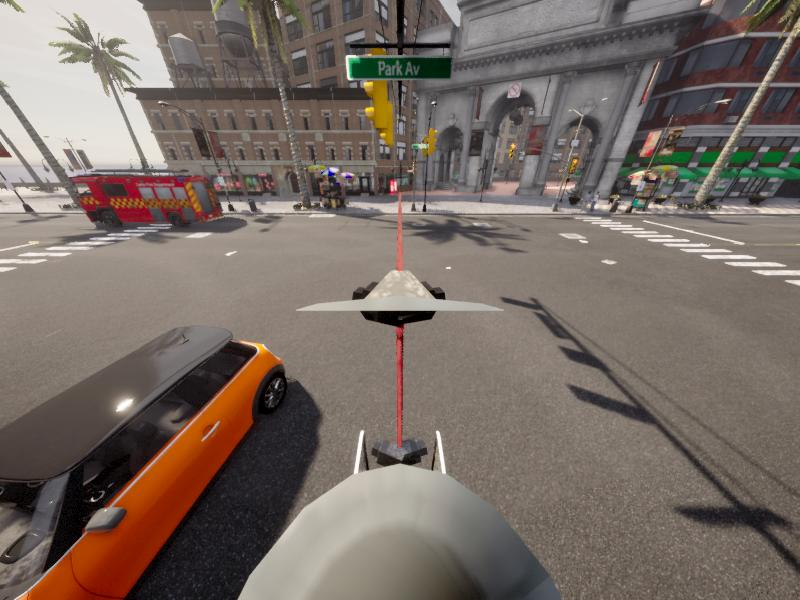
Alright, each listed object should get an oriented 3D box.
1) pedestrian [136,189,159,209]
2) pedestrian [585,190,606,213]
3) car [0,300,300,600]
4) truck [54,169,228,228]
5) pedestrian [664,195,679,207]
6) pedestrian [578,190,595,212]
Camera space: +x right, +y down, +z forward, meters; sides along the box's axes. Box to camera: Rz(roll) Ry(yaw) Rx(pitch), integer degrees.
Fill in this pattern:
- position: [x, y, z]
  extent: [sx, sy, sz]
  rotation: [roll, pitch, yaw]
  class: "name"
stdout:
- position: [-26.041, -10.424, 23.848]
  extent: [0.751, 1.860, 0.751]
  rotation: [8, 31, 13]
  class: "pedestrian"
- position: [18.780, -9.482, 22.215]
  extent: [0.751, 1.860, 0.751]
  rotation: [-14, 33, -22]
  class: "pedestrian"
- position: [-3.582, 1.982, 2.778]
  extent: [2.097, 1.767, 4.553]
  rotation: [5, 30, 8]
  class: "car"
- position: [-19.059, -7.819, 17.725]
  extent: [8.468, 3.827, 2.891]
  rotation: [0, 30, 0]
  class: "truck"
- position: [30.036, -10.953, 25.523]
  extent: [0.500, 1.100, 0.500]
  rotation: [1, 30, 2]
  class: "pedestrian"
- position: [18.049, -9.579, 22.383]
  extent: [0.751, 1.860, 0.751]
  rotation: [18, 35, 28]
  class: "pedestrian"
